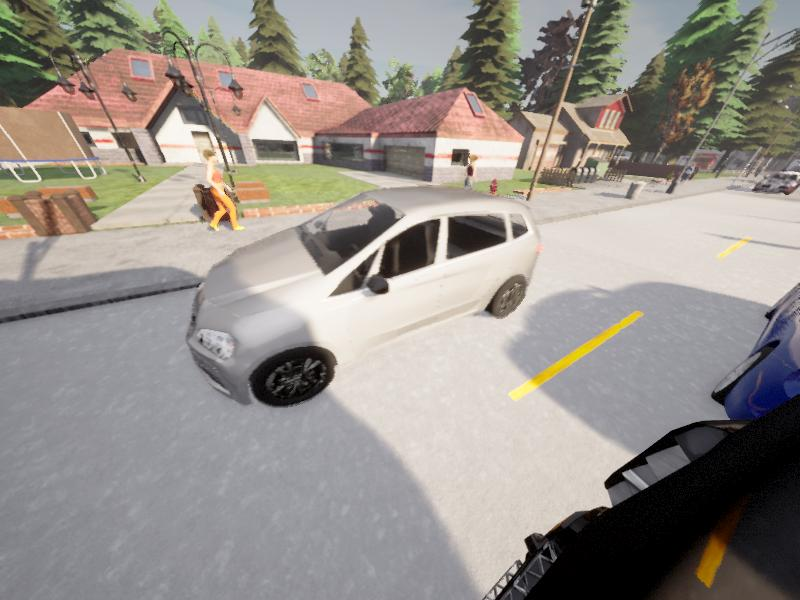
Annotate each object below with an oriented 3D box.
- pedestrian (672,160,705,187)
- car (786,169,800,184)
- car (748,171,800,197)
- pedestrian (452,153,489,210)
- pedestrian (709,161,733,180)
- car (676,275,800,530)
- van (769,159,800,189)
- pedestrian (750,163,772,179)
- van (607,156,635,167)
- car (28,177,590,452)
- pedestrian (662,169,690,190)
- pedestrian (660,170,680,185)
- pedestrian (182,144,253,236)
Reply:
[{"bbox_3d":[24.150,-10.595,19.363,0.751,1.860,0.751,-12,36,-20],"label":"pedestrian"},{"bbox_3d":[50.607,-15.306,28.658,4.514,1.525,2.007,-16,38,-26],"label":"car"},{"bbox_3d":[30.584,-9.427,18.614,3.806,1.475,1.970,-17,38,-27],"label":"car"},{"bbox_3d":[2.699,-4.592,8.995,0.751,1.860,0.751,-16,38,-25],"label":"pedestrian"},{"bbox_3d":[37.006,-14.912,26.651,0.751,1.860,0.751,-16,38,-26],"label":"pedestrian"},{"bbox_3d":[5.157,0.494,2.078,5.008,1.535,1.882,-16,38,-26],"label":"car"},{"bbox_3d":[42.446,-13.314,24.339,6.366,2.431,2.351,-16,38,-26],"label":"van"},{"bbox_3d":[49.922,-17.904,31.963,0.751,1.860,0.751,29,42,33],"label":"pedestrian"},{"bbox_3d":[56.483,-35.493,59.139,2.069,2.038,4.480,-16,38,-26],"label":"van"},{"bbox_3d":[-0.150,-0.584,3.222,4.611,1.667,2.242,-16,38,-26],"label":"car"},{"bbox_3d":[20.851,-9.126,17.455,0.751,1.300,0.751,-21,40,-30],"label":"pedestrian"},{"bbox_3d":[23.134,-10.470,19.793,0.500,1.100,0.500,-12,36,-20],"label":"pedestrian"},{"bbox_3d":[-4.376,-2.643,5.621,0.751,1.860,0.751,-22,41,-31],"label":"pedestrian"}]
